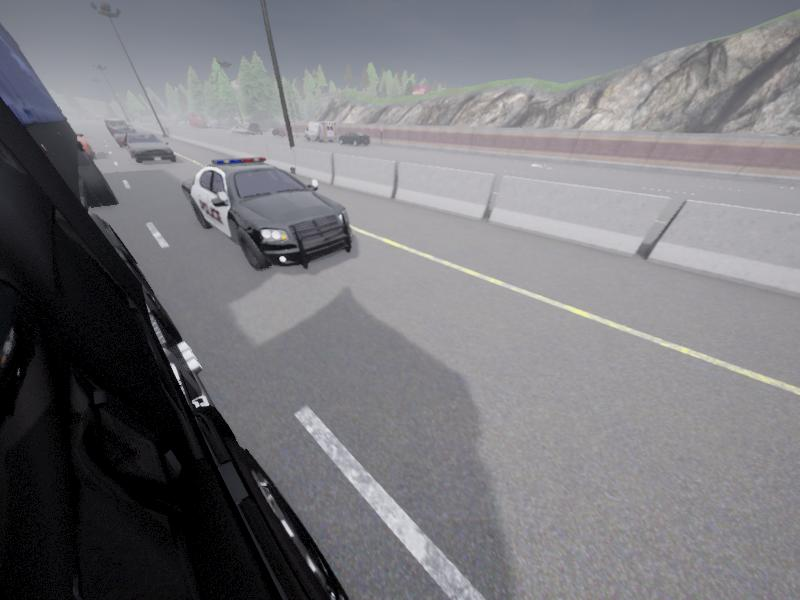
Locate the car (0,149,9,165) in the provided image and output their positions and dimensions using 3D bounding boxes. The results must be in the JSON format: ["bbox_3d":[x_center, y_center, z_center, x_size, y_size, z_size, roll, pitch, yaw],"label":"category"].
[{"bbox_3d":[-21.438,-7.195,10.829,5.027,1.651,2.152,31,45,33],"label":"car"}]

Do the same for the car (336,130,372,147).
[{"bbox_3d":[-6.023,-21.214,30.314,5.008,1.535,1.882,31,46,33],"label":"car"}]

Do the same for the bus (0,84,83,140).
[{"bbox_3d":[-41.123,-20.701,25.731,10.273,4.253,3.944,23,43,26],"label":"bus"}]

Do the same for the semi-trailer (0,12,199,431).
[{"bbox_3d":[-8.559,-3.671,4.396,14.254,4.402,2.717,30,45,32],"label":"semi-trailer"}]

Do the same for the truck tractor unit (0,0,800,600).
[{"bbox_3d":[-2.645,-0.295,0.352,6.516,4.208,3.053,28,44,30],"label":"truck tractor unit"}]

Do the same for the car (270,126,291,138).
[{"bbox_3d":[-21.924,-30.705,42.220,3.705,1.549,1.789,31,46,32],"label":"car"}]

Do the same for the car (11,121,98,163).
[{"bbox_3d":[-20.645,-9.699,14.059,4.553,1.767,2.097,31,46,33],"label":"car"}]

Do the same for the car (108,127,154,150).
[{"bbox_3d":[-23.867,-14.352,20.472,4.181,1.385,1.994,31,45,33],"label":"car"}]

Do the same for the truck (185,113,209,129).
[{"bbox_3d":[-64.797,-57.227,73.675,8.468,3.827,2.891,31,45,33],"label":"truck"}]

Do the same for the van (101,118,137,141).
[{"bbox_3d":[-32.659,-19.853,26.878,4.442,1.987,1.775,31,46,33],"label":"van"}]

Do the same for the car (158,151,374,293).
[{"bbox_3d":[-3.071,-2.185,5.098,4.974,1.542,2.038,28,44,32],"label":"car"}]

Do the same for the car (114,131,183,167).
[{"bbox_3d":[-15.731,-9.508,14.371,5.357,1.411,2.033,31,45,33],"label":"car"}]

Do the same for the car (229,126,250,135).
[{"bbox_3d":[-31.934,-33.671,45.915,4.718,1.301,1.895,31,45,33],"label":"car"}]

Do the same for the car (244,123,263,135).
[{"bbox_3d":[-30.960,-36.287,48.953,1.905,1.878,3.866,-29,47,-34],"label":"car"}]

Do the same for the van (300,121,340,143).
[{"bbox_3d":[-12.009,-25.148,34.538,6.366,2.431,2.351,31,46,33],"label":"van"}]

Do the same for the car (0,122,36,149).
[{"bbox_3d":[-31.238,-13.009,18.195,5.008,1.535,1.882,31,46,33],"label":"car"}]
